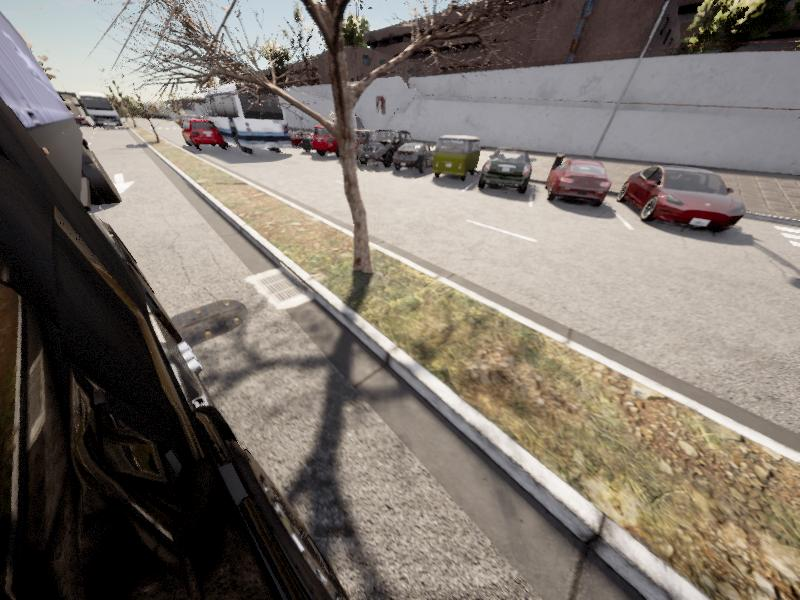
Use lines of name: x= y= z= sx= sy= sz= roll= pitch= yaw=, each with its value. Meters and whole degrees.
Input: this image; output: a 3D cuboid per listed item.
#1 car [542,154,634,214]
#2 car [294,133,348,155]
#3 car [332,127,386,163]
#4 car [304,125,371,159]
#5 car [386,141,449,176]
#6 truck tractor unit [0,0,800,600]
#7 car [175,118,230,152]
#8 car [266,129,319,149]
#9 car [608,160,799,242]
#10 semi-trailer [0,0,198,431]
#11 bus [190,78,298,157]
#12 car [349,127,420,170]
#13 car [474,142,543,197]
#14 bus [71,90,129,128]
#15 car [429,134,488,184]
car: x=7.486 y=-5.129 z=9.795 sx=2.002 sy=1.452 sz=4.674 roll=18 pitch=39 yaw=19
car: x=-7.084 y=-14.529 z=21.433 sx=2.002 sy=1.452 sz=4.674 roll=18 pitch=39 yaw=19
car: x=-2.950 y=-11.992 z=17.866 sx=1.878 sy=1.987 sz=4.442 roll=18 pitch=39 yaw=19
car: x=-4.976 y=-13.434 z=19.625 sx=2.435 sy=2.045 sz=5.566 roll=18 pitch=39 yaw=19
car: x=1.244 y=-9.184 z=14.759 sx=2.231 sy=1.521 sz=4.892 roll=18 pitch=39 yaw=19
truck tractor unit: x=-2.645 y=-0.295 z=0.352 sx=6.516 sy=4.208 sz=3.053 roll=28 pitch=44 yaw=30
car: x=-17.247 y=-14.425 z=20.098 sx=2.150 sy=2.045 sz=5.566 roll=-29 pitch=47 yaw=-35
car: x=-11.257 y=-17.224 z=24.722 sx=2.163 sy=1.488 sz=4.792 roll=18 pitch=39 yaw=19
car: x=9.578 y=-3.771 z=8.094 sx=2.163 sy=1.488 sz=4.792 roll=18 pitch=39 yaw=19
semi-trailer: x=-8.491 y=-3.739 z=4.421 sx=14.254 sy=4.402 sz=2.717 roll=31 pitch=45 yaw=32
bus: x=-13.434 y=-15.348 z=19.748 sx=3.944 sy=4.253 sz=10.273 roll=-29 pitch=47 yaw=-35
car: x=-0.829 y=-10.716 z=16.253 sx=2.435 sy=2.045 sz=5.566 roll=18 pitch=39 yaw=19
car: x=5.402 y=-6.590 z=11.340 sx=2.185 sy=1.767 sz=4.553 roll=18 pitch=39 yaw=19
bus: x=-49.331 y=-31.535 z=38.310 sx=3.944 sy=4.253 sz=10.273 roll=-29 pitch=48 yaw=-35
car: x=3.388 y=-8.089 z=13.053 sx=1.878 sy=1.987 sz=4.442 roll=18 pitch=39 yaw=19
